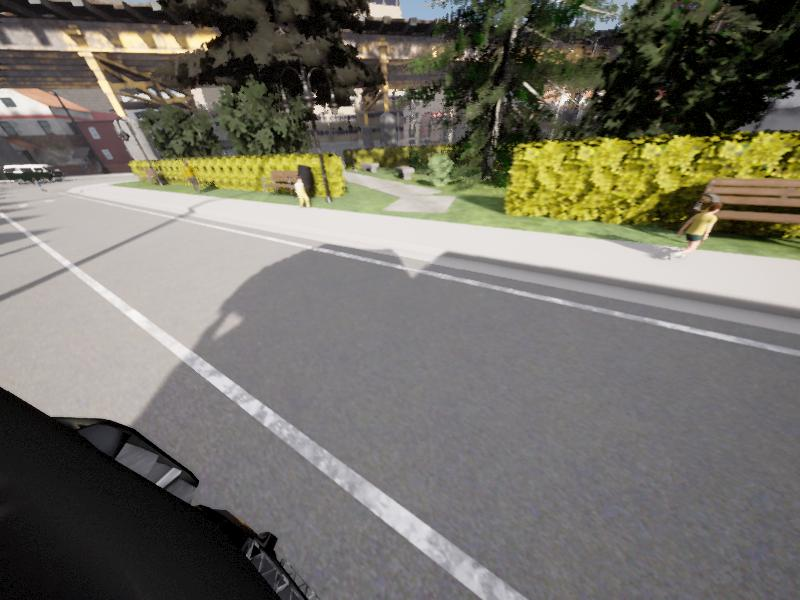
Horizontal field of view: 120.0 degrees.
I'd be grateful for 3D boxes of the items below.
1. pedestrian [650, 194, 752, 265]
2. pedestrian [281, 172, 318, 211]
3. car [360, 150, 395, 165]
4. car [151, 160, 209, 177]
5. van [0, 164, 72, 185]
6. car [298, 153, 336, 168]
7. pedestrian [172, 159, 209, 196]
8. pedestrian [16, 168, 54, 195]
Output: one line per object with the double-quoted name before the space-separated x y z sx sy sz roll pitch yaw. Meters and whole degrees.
"pedestrian" 5.237 -1.235 4.109 0.500 1.100 0.500 -1 34 3
"pedestrian" -4.001 -4.361 9.271 0.751 1.300 0.751 20 40 30
"car" -3.608 -22.901 37.078 5.027 1.651 2.152 -10 34 -11
"car" -30.219 -18.166 31.884 5.366 1.575 1.801 -10 34 -11
"van" -45.437 -15.687 28.808 4.480 2.038 2.069 -9 34 -12
"car" -12.580 -21.298 35.306 5.027 1.651 2.152 -10 34 -11
"pedestrian" -12.453 -7.320 13.802 0.751 1.860 0.751 16 38 26
"pedestrian" -29.809 -9.731 18.905 0.751 1.860 0.751 27 43 36
